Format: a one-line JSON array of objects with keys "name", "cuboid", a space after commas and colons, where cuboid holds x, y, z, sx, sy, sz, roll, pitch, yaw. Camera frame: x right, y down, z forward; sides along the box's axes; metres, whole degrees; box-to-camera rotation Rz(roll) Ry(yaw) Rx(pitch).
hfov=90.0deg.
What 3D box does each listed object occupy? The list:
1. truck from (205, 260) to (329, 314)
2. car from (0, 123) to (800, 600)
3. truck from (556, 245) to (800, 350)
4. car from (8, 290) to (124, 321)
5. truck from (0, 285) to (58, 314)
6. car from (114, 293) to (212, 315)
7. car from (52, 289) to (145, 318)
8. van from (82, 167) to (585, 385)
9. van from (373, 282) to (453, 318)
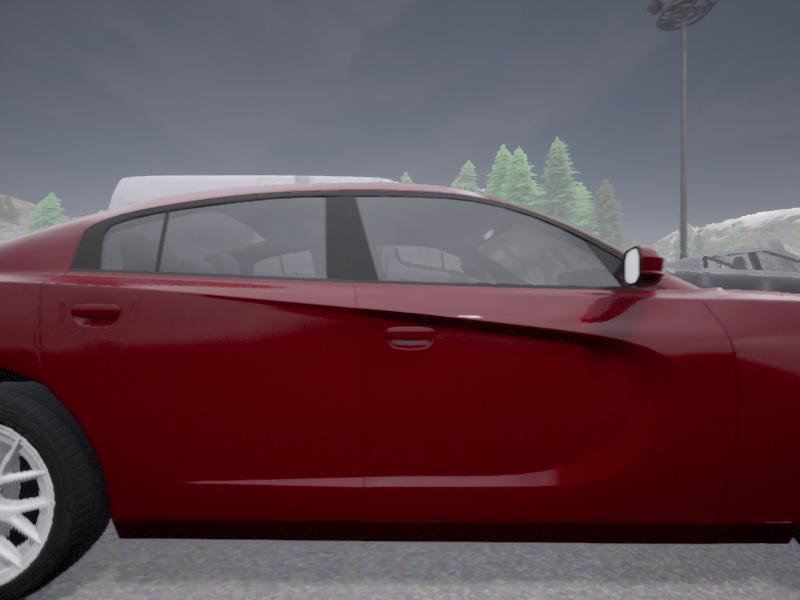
[{"name": "truck", "cuboid": [-9.814, -0.924, 30.204, 8.468, 3.827, 2.891, 0, 0, 0]}, {"name": "car", "cuboid": [0.078, 0.223, 2.186, 5.008, 1.535, 1.882, 0, 0, 0]}, {"name": "truck", "cuboid": [7.181, -0.055, 9.200, 6.274, 2.098, 2.390, 0, 0, 0]}, {"name": "car", "cuboid": [-16.331, 0.248, 19.699, 4.193, 1.474, 1.816, 0, 0, 0]}, {"name": "truck", "cuboid": [-29.994, -0.069, 30.202, 6.274, 2.098, 2.390, 0, 0, 0]}, {"name": "car", "cuboid": [-15.703, 0.288, 26.702, 5.357, 1.411, 2.033, 0, 0, 0]}, {"name": "car", "cuboid": [-17.379, 0.181, 23.203, 3.988, 1.617, 1.851, 0, 0, 0]}, {"name": "van", "cuboid": [-0.780, -0.278, 5.698, 5.915, 2.561, 1.988, 0, 0, 0]}, {"name": "van", "cuboid": [0.714, -0.001, 23.199, 4.442, 1.987, 1.775, 0, 0, 0]}]
